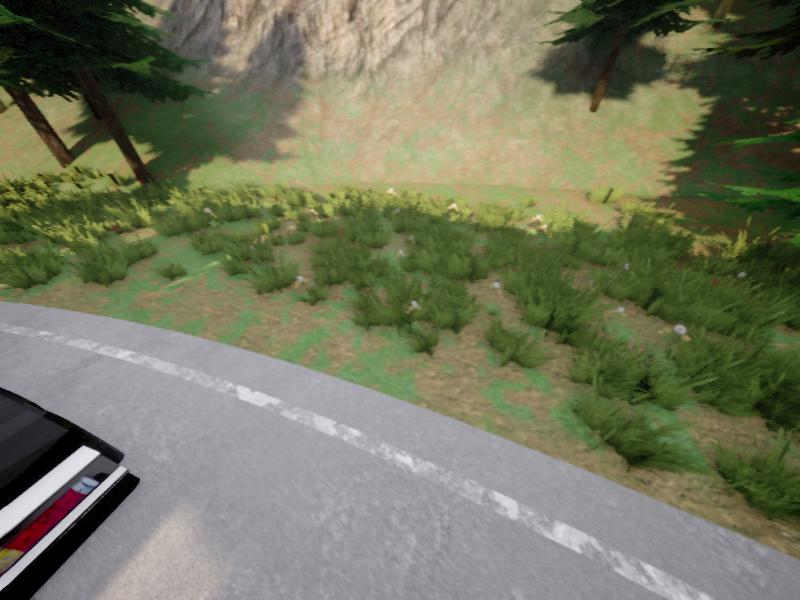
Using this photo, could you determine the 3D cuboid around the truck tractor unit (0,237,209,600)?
[{"bbox_3d":[-5.319,-0.003,0.380,6.516,4.208,3.053,8,36,12],"label":"truck tractor unit"}]
